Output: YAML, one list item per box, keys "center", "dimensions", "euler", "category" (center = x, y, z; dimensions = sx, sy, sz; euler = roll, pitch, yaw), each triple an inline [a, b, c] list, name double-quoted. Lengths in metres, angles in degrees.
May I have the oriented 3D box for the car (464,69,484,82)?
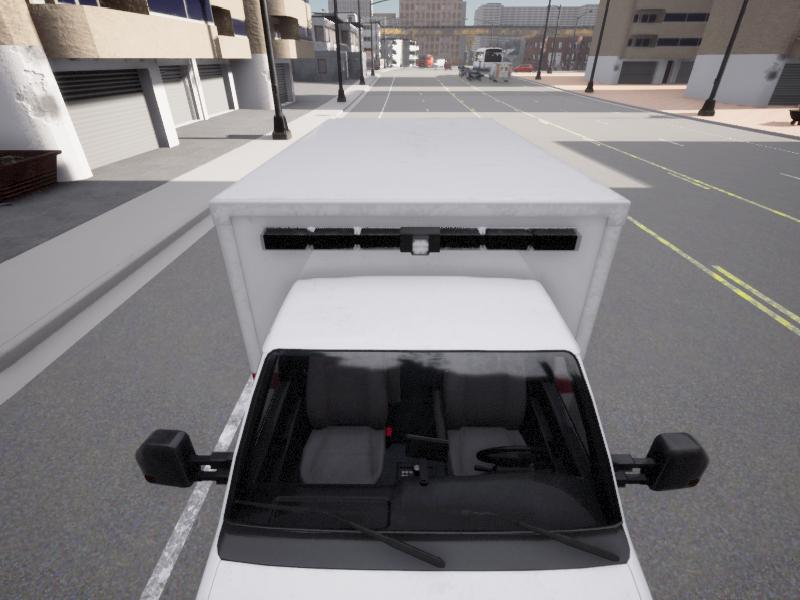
- center: [11.230, -34.470, 61.268]
  dimensions: [2.128, 1.511, 4.902]
  euler: [0, 32, 0]
  category: "car"

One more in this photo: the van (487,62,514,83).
- center: [14.712, -33.726, 59.160]
  dimensions: [2.351, 2.431, 6.366]
  euler: [0, 32, 0]
  category: "van"

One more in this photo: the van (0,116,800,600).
- center: [0.110, 0.012, 3.605]
  dimensions: [2.351, 2.431, 6.366]
  euler: [0, 30, 0]
  category: "van"

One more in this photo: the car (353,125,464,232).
- center: [0.186, -3.330, 10.225]
  dimensions: [2.128, 1.511, 4.902]
  euler: [0, 30, 0]
  category: "car"

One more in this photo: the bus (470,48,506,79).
- center: [14.688, -40.328, 67.953]
  dimensions: [3.944, 4.253, 10.273]
  euler: [0, 32, 0]
  category: "bus"

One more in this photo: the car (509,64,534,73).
- center: [25.962, -49.547, 85.618]
  dimensions: [4.611, 1.667, 2.242]
  euler: [1, 31, 2]
  category: "car"
